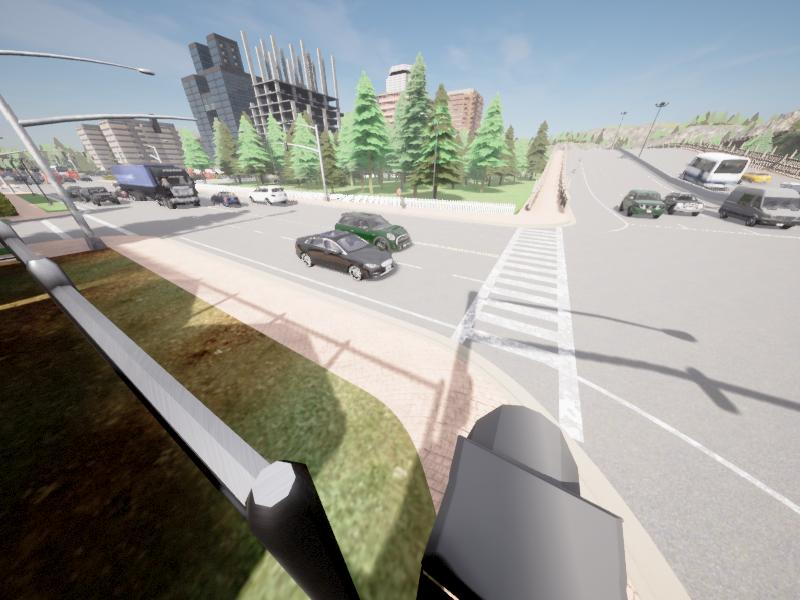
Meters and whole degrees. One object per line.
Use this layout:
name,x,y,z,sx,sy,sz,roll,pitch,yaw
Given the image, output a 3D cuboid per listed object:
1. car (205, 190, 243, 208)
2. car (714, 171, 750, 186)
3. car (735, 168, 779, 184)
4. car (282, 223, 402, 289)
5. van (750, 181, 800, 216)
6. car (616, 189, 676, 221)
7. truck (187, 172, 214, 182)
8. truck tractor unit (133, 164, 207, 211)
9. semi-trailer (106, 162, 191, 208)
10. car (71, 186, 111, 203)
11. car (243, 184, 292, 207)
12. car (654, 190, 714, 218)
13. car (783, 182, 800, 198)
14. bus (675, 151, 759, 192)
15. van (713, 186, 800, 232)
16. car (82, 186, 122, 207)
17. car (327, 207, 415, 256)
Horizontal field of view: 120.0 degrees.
car,-20.342,-11.741,26.786,3.705,1.549,1.789,17,34,27
car,54.058,-19.950,37.775,1.816,1.474,4.193,16,41,26
car,58.259,-20.363,37.843,1.801,1.575,5.366,16,41,26
car,-2.551,-2.155,10.227,4.902,1.511,2.128,17,34,27
van,40.028,-10.346,23.340,2.351,2.431,6.366,16,35,26
car,22.750,-9.112,21.736,2.150,2.045,5.566,16,34,25
truck,-61.821,-38.182,71.666,2.627,2.467,5.204,16,34,26
truck tractor unit,-25.322,-12.530,25.487,6.516,4.208,3.053,19,35,29
semi-trailer,-31.965,-14.765,29.162,14.254,4.402,2.717,18,34,28
car,-41.079,-14.033,30.671,5.238,1.638,1.930,17,34,27
car,-16.032,-12.685,27.930,5.566,2.045,2.150,17,34,27
car,27.175,-9.384,22.364,1.932,1.855,4.605,16,34,25
car,51.777,-13.606,28.812,2.163,1.488,4.792,16,38,26
bus,49.775,-20.852,37.054,3.944,4.253,10.273,16,40,26
van,28.622,-7.413,18.295,1.988,2.561,5.915,16,34,25
car,-35.576,-12.405,27.601,3.866,1.878,1.905,19,35,29
car,-1.649,-4.057,13.237,4.553,1.767,2.097,17,34,27
